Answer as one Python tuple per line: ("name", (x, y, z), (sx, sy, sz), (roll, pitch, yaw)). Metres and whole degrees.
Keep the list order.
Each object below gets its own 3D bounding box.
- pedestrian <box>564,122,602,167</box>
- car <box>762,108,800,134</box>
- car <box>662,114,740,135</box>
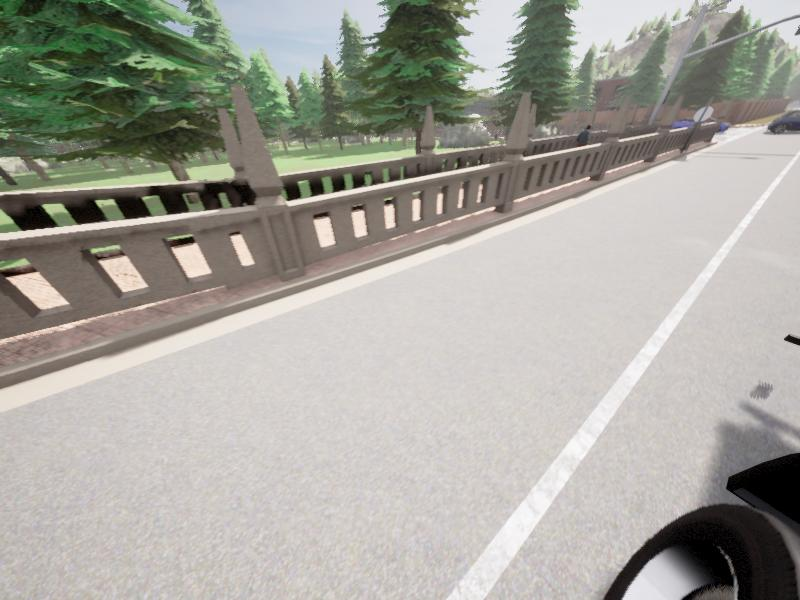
("pedestrian", (9.562, -8.134, 12.116), (0.751, 1.860, 0.751), (-23, 41, -24))
("car", (35.807, -15.512, 19.902), (2.097, 1.767, 4.553), (-32, 45, -32))
("car", (31.261, -18.290, 24.193), (2.007, 1.525, 4.514), (-26, 42, -27))
